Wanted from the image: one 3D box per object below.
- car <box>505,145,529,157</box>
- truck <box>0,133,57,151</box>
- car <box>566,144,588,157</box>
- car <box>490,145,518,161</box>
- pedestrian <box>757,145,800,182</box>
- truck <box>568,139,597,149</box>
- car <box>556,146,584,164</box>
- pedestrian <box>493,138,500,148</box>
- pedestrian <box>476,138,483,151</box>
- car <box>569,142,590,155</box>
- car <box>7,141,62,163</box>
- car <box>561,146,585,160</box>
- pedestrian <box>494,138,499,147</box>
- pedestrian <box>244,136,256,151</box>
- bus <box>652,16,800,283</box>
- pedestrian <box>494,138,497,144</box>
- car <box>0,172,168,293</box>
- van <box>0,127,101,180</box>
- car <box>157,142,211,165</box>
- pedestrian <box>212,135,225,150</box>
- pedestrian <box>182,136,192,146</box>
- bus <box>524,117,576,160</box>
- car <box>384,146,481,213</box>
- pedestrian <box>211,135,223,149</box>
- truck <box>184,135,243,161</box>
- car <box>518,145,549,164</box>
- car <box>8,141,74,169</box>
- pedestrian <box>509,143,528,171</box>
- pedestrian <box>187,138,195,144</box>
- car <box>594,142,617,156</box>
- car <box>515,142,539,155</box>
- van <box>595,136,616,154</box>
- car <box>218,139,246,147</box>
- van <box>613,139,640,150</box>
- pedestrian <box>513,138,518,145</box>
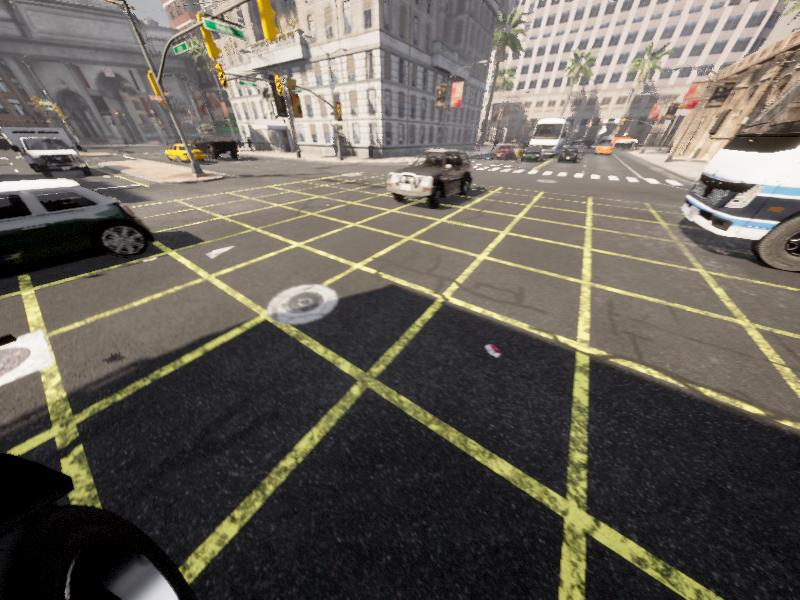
[{"bbox_3d":[16.872,-21.518,33.331,1.895,1.301,4.718,22,41,27],"label":"car"},{"bbox_3d":[-54.543,-22.344,32.633,6.274,2.098,2.390,-13,38,-19],"label":"truck"},{"bbox_3d":[26.714,-22.563,34.877,2.033,1.411,5.357,22,41,27],"label":"car"},{"bbox_3d":[13.006,-18.336,28.661,1.812,1.442,4.674,22,41,27],"label":"car"},{"bbox_3d":[23.259,-8.292,14.022,0.751,1.860,0.751,25,42,31],"label":"pedestrian"},{"bbox_3d":[45.971,-39.372,58.244,6.274,2.098,2.390,-15,38,-21],"label":"truck"},{"bbox_3d":[18.940,-16.163,25.671,1.816,1.474,4.193,22,41,27],"label":"car"},{"bbox_3d":[21.692,-35.192,51.868,0.751,1.860,0.751,21,40,27],"label":"pedestrian"},{"bbox_3d":[14.754,-28.884,42.874,0.751,1.860,0.751,-26,43,-32],"label":"pedestrian"},{"bbox_3d":[30.809,-26.060,39.671,2.152,1.651,5.027,23,41,28],"label":"car"},{"bbox_3d":[-34.639,-14.110,21.874,4.902,1.511,2.128,23,41,28],"label":"car"},{"bbox_3d":[22.633,-19.162,30.107,1.895,1.301,4.718,22,41,27],"label":"car"},{"bbox_3d":[24.878,-40.555,59.470,0.751,1.860,0.751,18,39,22],"label":"pedestrian"},{"bbox_3d":[-22.414,-23.334,34.455,0.751,1.860,0.751,25,42,30],"label":"pedestrian"},{"bbox_3d":[11.719,-1.825,2.969,10.273,4.253,3.944,22,41,27],"label":"bus"},{"bbox_3d":[34.721,-57.776,83.876,0.751,1.860,0.751,16,38,21],"label":"pedestrian"},{"bbox_3d":[-7.389,-1.226,4.210,1.970,1.475,3.806,22,41,27],"label":"car"},{"bbox_3d":[-22.441,-9.472,14.754,6.366,2.431,2.351,22,41,27],"label":"van"},{"bbox_3d":[-20.469,-13.954,21.828,5.366,1.575,1.801,22,41,27],"label":"car"},{"bbox_3d":[-29.118,-25.318,37.139,0.751,1.860,0.751,15,38,20],"label":"pedestrian"},{"bbox_3d":[-44.730,-33.416,48.549,0.751,1.860,0.751,27,43,32],"label":"pedestrian"},{"bbox_3d":[21.175,-22.596,32.367,3.944,4.253,10.273,22,41,27],"label":"bus"},{"bbox_3d":[1.522,-5.281,9.720,1.932,1.855,4.605,22,40,27],"label":"car"},{"bbox_3d":[-29.629,-25.512,37.405,0.751,1.860,0.751,0,35,-1],"label":"pedestrian"},{"bbox_3d":[-20.187,-16.516,24.991,6.274,2.098,2.390,22,41,27],"label":"truck"},{"bbox_3d":[15.285,-16.699,26.317,2.038,1.542,4.974,22,41,27],"label":"car"},{"bbox_3d":[-28.752,-11.723,18.510,4.856,1.649,2.033,22,41,27],"label":"car"},{"bbox_3d":[9.610,-11.669,18.817,0.751,1.860,0.751,22,41,27],"label":"pedestrian"},{"bbox_3d":[-49.328,-37.539,54.499,0.751,1.300,0.751,-6,36,-9],"label":"pedestrian"},{"bbox_3d":[33.599,-24.844,37.855,2.097,1.767,4.553,22,41,28],"label":"car"},{"bbox_3d":[20.898,-24.980,37.947,2.242,1.667,4.611,23,41,28],"label":"car"},{"bbox_3d":[37.687,-28.536,42.477,1.988,2.561,5.915,22,41,28],"label":"van"},{"bbox_3d":[-35.583,-33.344,49.044,1.994,1.385,4.181,23,41,28],"label":"car"},{"bbox_3d":[57.592,-39.628,58.853,4.480,2.038,2.069,23,41,28],"label":"van"},{"bbox_3d":[39.267,-53.828,78.392,0.751,1.860,0.751,-19,40,-25],"label":"pedestrian"}]
